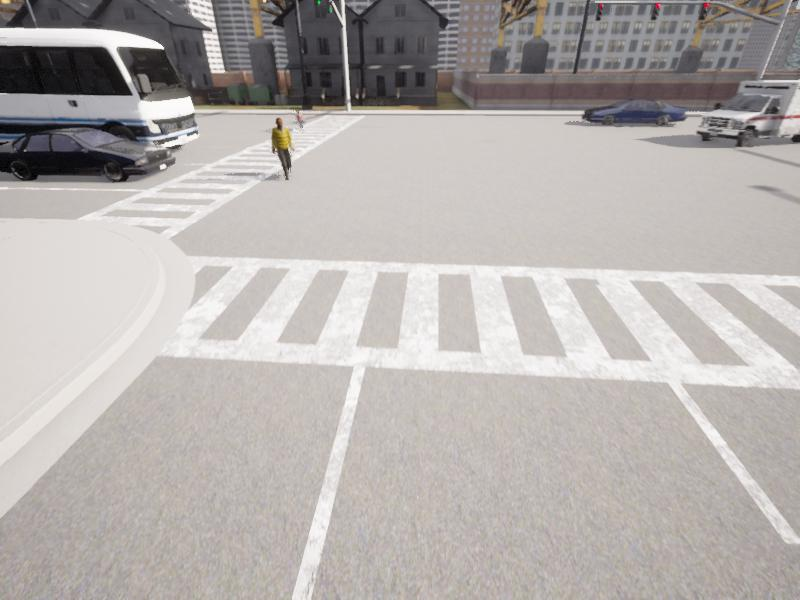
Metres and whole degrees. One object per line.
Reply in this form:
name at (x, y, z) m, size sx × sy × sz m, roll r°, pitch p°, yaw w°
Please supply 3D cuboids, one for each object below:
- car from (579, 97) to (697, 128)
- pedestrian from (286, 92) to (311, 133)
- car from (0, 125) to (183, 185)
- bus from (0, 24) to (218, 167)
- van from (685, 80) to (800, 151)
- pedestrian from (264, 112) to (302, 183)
car at (13.612, -10.916, 23.248) m, size 5.357 × 1.411 × 2.033 m, roll 2°, pitch 30°, yaw 4°
pedestrian at (-5.361, -9.889, 21.129) m, size 0.751 × 1.860 × 0.751 m, roll 21°, pitch 36°, yaw 32°
car at (-10.237, -4.689, 12.765) m, size 5.357 × 1.411 × 2.033 m, roll 2°, pitch 30°, yaw 4°
bus at (-13.367, -7.870, 15.397) m, size 10.273 × 4.253 × 3.944 m, roll 3°, pitch 30°, yaw 4°
van at (16.437, -8.272, 17.669) m, size 6.366 × 2.431 × 2.351 m, roll -10°, pitch 31°, yaw -16°
pedestrian at (-3.496, -4.558, 11.977) m, size 0.751 × 1.860 × 0.751 m, roll -11°, pitch 32°, yaw -18°
